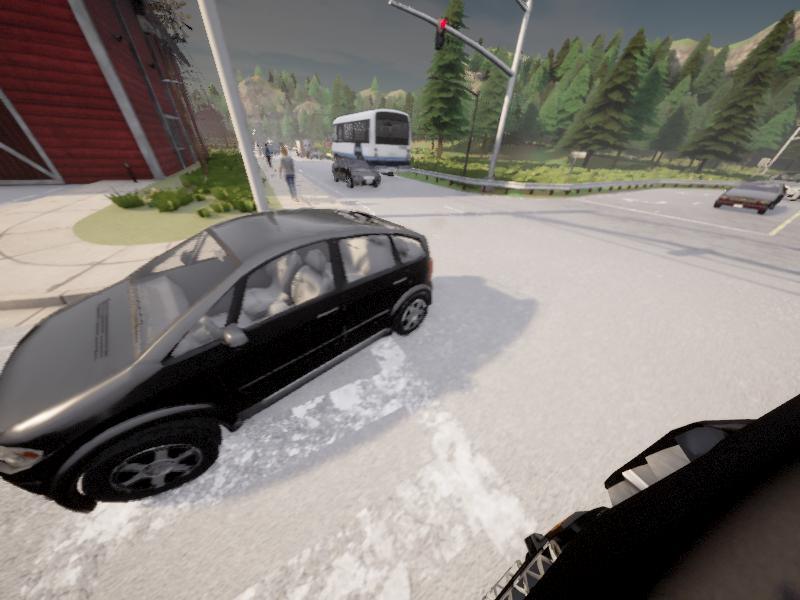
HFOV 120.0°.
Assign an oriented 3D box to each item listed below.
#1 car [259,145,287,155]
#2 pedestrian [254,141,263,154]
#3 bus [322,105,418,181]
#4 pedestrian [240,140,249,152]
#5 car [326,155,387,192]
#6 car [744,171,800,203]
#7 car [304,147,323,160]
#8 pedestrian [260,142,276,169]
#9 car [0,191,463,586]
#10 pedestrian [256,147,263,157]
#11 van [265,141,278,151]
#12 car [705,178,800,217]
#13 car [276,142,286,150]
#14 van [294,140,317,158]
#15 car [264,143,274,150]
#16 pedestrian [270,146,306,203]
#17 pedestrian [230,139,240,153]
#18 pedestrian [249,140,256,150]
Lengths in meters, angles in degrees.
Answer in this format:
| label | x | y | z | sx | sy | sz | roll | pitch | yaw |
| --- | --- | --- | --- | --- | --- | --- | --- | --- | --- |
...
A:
| label | x | y | z | sx | sy | sz | roll | pitch | yaw |
| --- | --- | --- | --- | --- | --- | --- | --- | --- | --- |
| car | -24.161 | -28.591 | 43.999 | 4.181 | 1.385 | 1.994 | 14 | 35 | 17 |
| pedestrian | -23.872 | -25.760 | 39.000 | 0.751 | 1.860 | 0.751 | -15 | 38 | -25 |
| bus | -3.102 | -13.421 | 20.101 | 3.944 | 4.253 | 10.273 | -16 | 38 | -26 |
| pedestrian | -28.108 | -27.870 | 41.869 | 0.751 | 1.860 | 0.751 | -23 | 42 | -33 |
| car | -2.867 | -8.038 | 14.504 | 2.128 | 1.511 | 4.902 | -15 | 38 | -25 |
| car | 28.864 | -8.568 | 17.365 | 4.611 | 1.667 | 2.242 | -17 | 38 | -25 |
| car | -13.656 | -23.189 | 36.483 | 1.845 | 1.501 | 3.633 | -15 | 37 | -25 |
| pedestrian | -11.162 | -12.215 | 19.550 | 0.751 | 1.860 | 0.751 | -16 | 38 | -26 |
| car | -1.249 | -0.048 | 2.523 | 3.705 | 1.549 | 1.789 | -27 | 45 | -37 |
| pedestrian | -20.402 | -21.529 | 33.576 | 0.500 | 1.100 | 0.500 | -8 | 35 | -15 |
| van | -32.585 | -38.958 | 58.376 | 2.069 | 2.038 | 4.480 | -15 | 38 | -25 |
| car | 19.820 | -5.859 | 12.910 | 5.357 | 1.411 | 2.033 | -16 | 38 | -26 |
| car | -34.844 | -45.217 | 67.771 | 1.905 | 1.878 | 3.866 | -15 | 38 | -25 |
| van | -16.918 | -26.946 | 41.089 | 2.351 | 2.431 | 6.366 | -15 | 38 | -25 |
| car | -36.406 | -42.671 | 64.163 | 1.837 | 1.490 | 4.892 | -15 | 38 | -25 |
| pedestrian | -4.308 | -4.847 | 8.967 | 0.751 | 1.860 | 0.751 | -19 | 39 | -29 |
| pedestrian | -28.835 | -26.925 | 40.395 | 0.751 | 1.860 | 0.751 | 3 | 34 | 0 |
| pedestrian | -34.196 | -35.864 | 53.448 | 0.751 | 1.860 | 0.751 | -19 | 39 | -29 |
